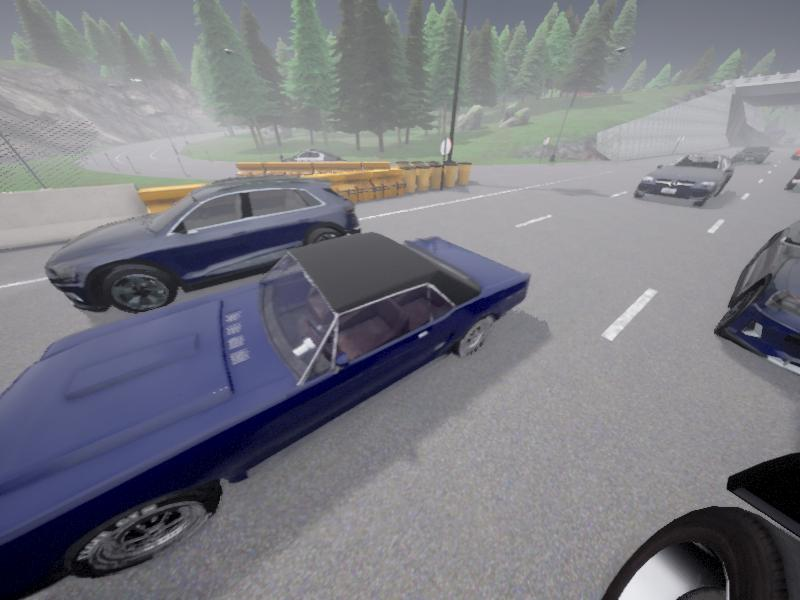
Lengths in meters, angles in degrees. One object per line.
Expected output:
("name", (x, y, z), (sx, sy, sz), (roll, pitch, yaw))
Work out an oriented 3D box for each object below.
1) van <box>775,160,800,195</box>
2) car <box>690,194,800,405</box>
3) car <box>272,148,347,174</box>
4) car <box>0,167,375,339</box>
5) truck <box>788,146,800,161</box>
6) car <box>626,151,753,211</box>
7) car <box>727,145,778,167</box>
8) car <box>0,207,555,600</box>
("van", (20.262, -6.177, 10.747), (4.480, 2.038, 2.069), (-22, 40, -28))
("car", (6.198, -0.294, 2.875), (4.856, 1.649, 2.033), (-22, 40, -28))
("car", (-7.083, -11.114, 18.404), (4.974, 1.542, 2.038), (6, 36, 8))
("car", (-3.155, -1.413, 4.526), (4.856, 1.649, 2.033), (-22, 41, -28))
("truck", (44.775, -16.321, 24.566), (5.204, 2.467, 2.627), (-22, 41, -28))
("car", (12.340, -5.248, 9.850), (5.027, 1.651, 2.152), (-22, 41, -28))
("car", (33.080, -13.627, 21.683), (4.892, 1.490, 1.837), (-22, 41, -28))
("car", (-0.734, 0.199, 2.507), (4.718, 1.301, 1.895), (-22, 41, -28))
